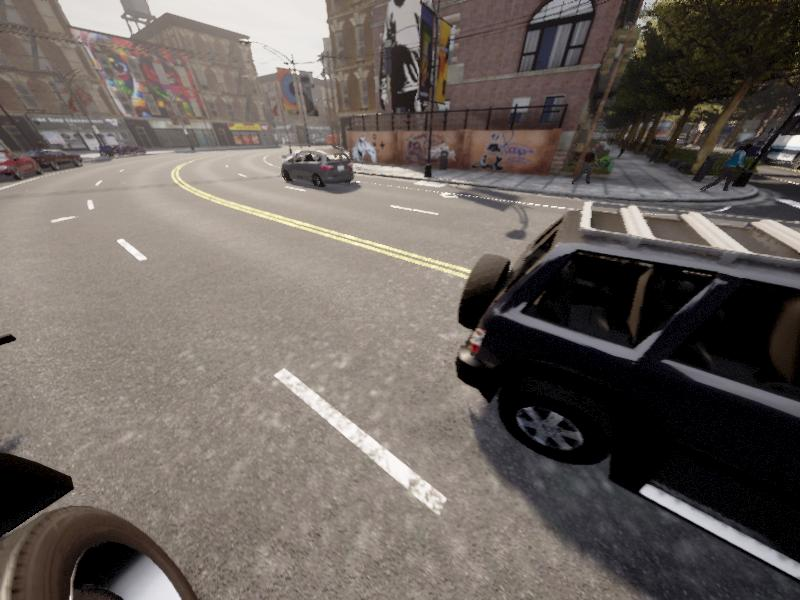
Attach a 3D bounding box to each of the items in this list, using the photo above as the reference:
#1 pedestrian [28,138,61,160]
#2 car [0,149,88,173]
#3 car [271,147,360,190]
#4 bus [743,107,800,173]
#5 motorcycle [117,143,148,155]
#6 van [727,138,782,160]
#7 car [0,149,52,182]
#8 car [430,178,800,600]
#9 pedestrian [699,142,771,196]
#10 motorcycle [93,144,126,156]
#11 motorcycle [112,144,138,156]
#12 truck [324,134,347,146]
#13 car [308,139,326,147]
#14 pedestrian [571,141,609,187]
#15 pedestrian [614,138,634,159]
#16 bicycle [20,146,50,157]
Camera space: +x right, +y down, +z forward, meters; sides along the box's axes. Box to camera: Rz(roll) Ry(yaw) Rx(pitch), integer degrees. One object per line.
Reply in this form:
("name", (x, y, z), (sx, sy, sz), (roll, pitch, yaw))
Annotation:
("pedestrian", (-35.816, -15.208, 23.294), (0.751, 1.860, 0.751), (-10, 37, -14))
("car", (-28.084, -11.211, 18.468), (1.895, 1.301, 4.718), (-15, 38, -21))
("car", (-4.745, -7.527, 13.005), (4.611, 1.667, 2.242), (24, 42, 30))
("bus", (34.672, -13.086, 18.642), (3.944, 4.253, 10.273), (22, 41, 28))
("motorcycle", (-36.073, -20.418, 31.185), (0.764, 1.277, 2.356), (30, 45, 35))
("van", (41.557, -17.843, 27.281), (1.775, 1.987, 4.442), (22, 41, 28))
("car", (-24.969, -8.481, 14.507), (2.002, 1.452, 4.674), (-22, 41, -28))
("car", (2.751, 0.553, 1.485), (4.605, 1.855, 1.932), (21, 41, 28))
("pedestrian", (13.902, -5.490, 9.696), (0.751, 1.860, 0.751), (21, 40, 26))
("motorcycle", (-35.966, -18.641, 28.686), (0.867, 1.251, 2.209), (30, 45, 35))
("motorcycle", (-35.813, -19.633, 30.132), (0.856, 1.236, 1.805), (30, 45, 35))
("truck", (-16.851, -41.818, 60.481), (2.627, 2.467, 5.204), (22, 41, 28))
("car", (-21.657, -40.927, 60.156), (1.970, 1.475, 3.806), (22, 41, 28))
("pedestrian", (9.226, -6.639, 11.305), (0.751, 1.860, 0.751), (17, 39, 22))
("pedestrian", (24.291, -16.451, 25.109), (0.751, 1.860, 0.751), (18, 39, 23))
("bicycle", (-43.955, -17.893, 27.846), (0.373, 1.024, 1.643), (13, 36, 34))
